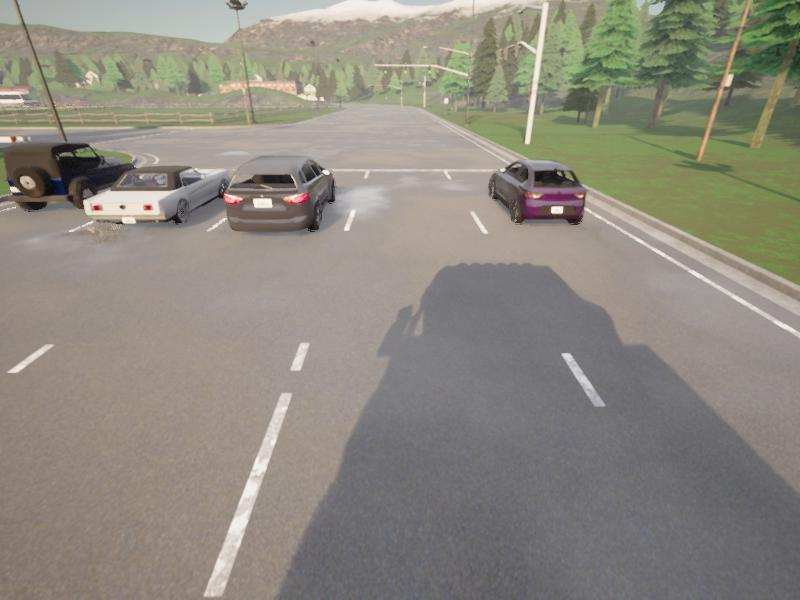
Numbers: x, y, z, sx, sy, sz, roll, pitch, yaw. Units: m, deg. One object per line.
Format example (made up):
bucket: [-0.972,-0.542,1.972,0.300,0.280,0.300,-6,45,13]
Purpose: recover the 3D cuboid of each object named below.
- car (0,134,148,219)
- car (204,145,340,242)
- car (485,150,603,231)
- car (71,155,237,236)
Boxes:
car: [-10.146,-3.989,12.488,1.905,1.878,3.866,0,27,0]
car: [-3.130,-3.162,11.084,2.242,1.667,4.611,0,27,0]
car: [3.864,-3.342,11.630,1.816,1.474,4.193,0,27,0]
car: [-6.633,-3.212,11.603,1.895,1.301,4.718,0,27,0]
